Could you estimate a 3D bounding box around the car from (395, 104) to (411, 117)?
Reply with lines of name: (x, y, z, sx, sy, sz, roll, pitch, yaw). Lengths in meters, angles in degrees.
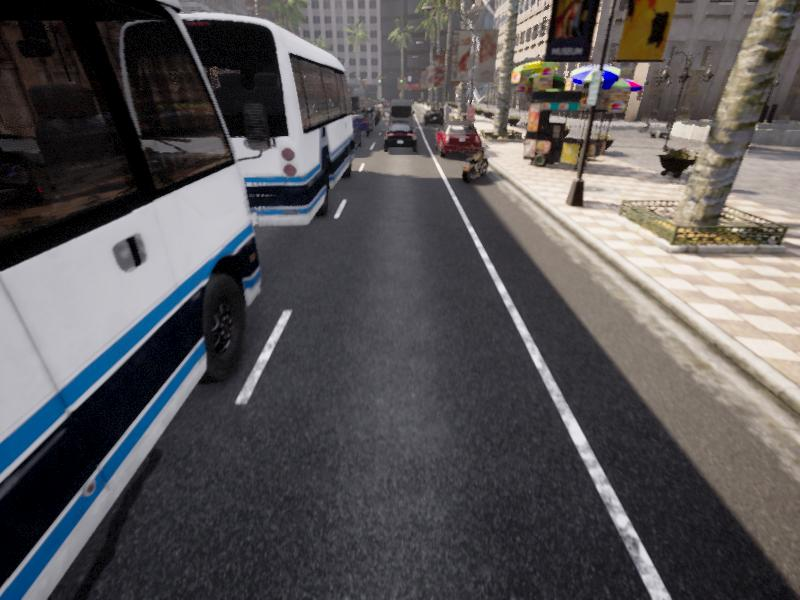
car: (0.436, -26.850, 56.690, 2.128, 1.511, 4.902, 0, 27, 1)

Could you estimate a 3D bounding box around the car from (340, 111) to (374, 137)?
car: (-3.386, -14.406, 32.576, 2.152, 1.651, 5.027, 0, 27, 1)

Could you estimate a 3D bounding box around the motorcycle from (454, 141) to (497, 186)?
motorcycle: (2.960, -5.338, 15.524, 0.764, 1.277, 2.356, 15, 31, 26)

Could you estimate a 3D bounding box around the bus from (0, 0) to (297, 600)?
bus: (-3.615, 0.574, 0.834, 3.944, 4.253, 10.273, 0, 27, 0)

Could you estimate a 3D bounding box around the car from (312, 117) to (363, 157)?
car: (-3.478, -9.578, 23.268, 2.152, 1.651, 5.027, 0, 28, 0)

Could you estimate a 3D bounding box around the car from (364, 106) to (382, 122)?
car: (-3.172, -22.411, 48.152, 1.837, 1.490, 4.892, 0, 28, 1)

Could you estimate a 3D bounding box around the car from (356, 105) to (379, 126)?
car: (-3.256, -19.182, 41.493, 1.932, 1.855, 4.605, 0, 26, 1)

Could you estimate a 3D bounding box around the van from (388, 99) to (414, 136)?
van: (0.135, -15.416, 33.525, 1.988, 2.561, 5.915, 0, 27, 1)

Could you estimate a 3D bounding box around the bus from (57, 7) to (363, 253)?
bus: (-3.609, -5.242, 12.049, 3.944, 4.253, 10.273, 0, 27, 0)

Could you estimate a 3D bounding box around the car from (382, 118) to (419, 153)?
car: (0.034, -10.005, 24.180, 2.038, 1.542, 4.974, 0, 27, 0)

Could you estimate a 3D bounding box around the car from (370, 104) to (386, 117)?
car: (-3.064, -26.861, 56.632, 1.801, 1.575, 5.366, 0, 27, 1)

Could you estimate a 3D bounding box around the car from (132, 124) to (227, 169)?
car: (-10.477, -7.582, 19.523, 2.007, 1.525, 4.514, 0, 27, 0)

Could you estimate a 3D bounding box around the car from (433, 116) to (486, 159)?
car: (3.115, -8.976, 21.923, 2.185, 1.767, 4.553, 0, 27, 0)

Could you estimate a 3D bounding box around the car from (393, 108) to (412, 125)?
car: (0.257, -19.543, 42.637, 1.970, 1.475, 3.806, 0, 27, 1)

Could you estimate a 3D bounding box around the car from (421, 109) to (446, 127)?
car: (3.434, -18.949, 41.489, 2.163, 1.488, 4.792, 0, 27, 0)

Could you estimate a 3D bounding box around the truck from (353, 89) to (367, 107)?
truck: (-9.887, -49.457, 97.764, 2.891, 3.827, 8.468, -3, 28, -6)
